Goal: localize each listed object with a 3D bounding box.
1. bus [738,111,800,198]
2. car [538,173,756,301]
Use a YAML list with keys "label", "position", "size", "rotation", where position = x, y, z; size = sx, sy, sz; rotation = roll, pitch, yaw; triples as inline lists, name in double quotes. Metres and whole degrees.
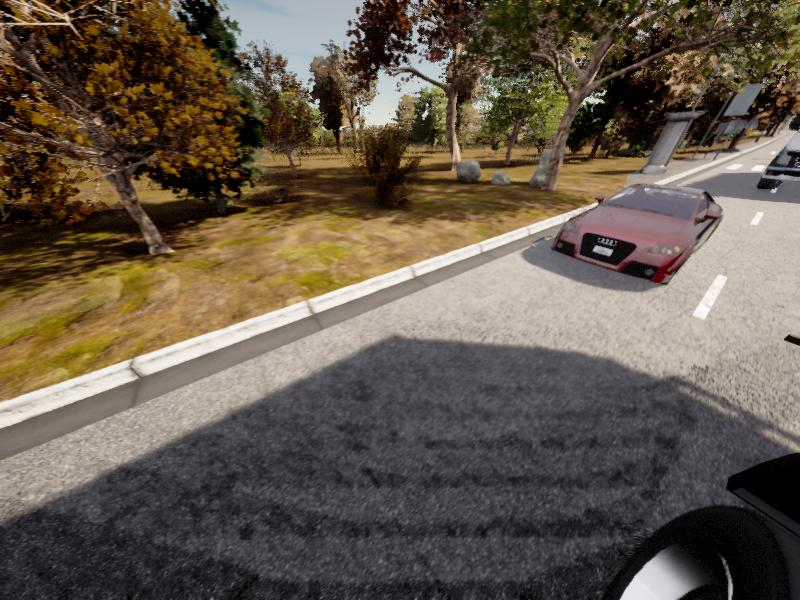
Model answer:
- label: "bus"
  position: [20.726, -7.258, 9.975]
  size: [10.273, 4.253, 3.944]
  rotation: [-19, 40, -24]
- label: "car"
  position: [5.357, -1.727, 5.061]
  size: [4.181, 1.385, 1.994]
  rotation: [-23, 41, -27]
